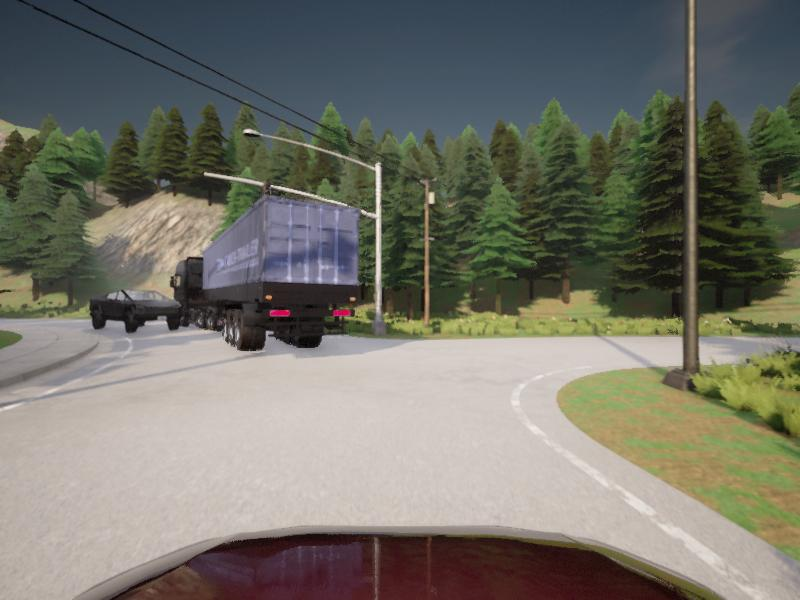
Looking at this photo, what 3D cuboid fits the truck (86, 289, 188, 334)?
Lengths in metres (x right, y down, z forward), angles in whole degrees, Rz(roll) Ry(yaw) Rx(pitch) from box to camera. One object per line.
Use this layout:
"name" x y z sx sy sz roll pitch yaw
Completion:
"truck" -14.000 0.524 21.117 6.274 2.098 2.390 0 0 35

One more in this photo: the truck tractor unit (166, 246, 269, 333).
"truck tractor unit" -10.472 -0.545 22.673 6.516 4.208 3.053 0 1 43

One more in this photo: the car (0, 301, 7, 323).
"car" -30.100 0.799 27.252 5.008 1.535 1.882 0 0 4

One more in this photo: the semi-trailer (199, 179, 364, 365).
"semi-trailer" -5.911 -0.638 16.265 2.717 4.402 14.254 1 -1 -32
